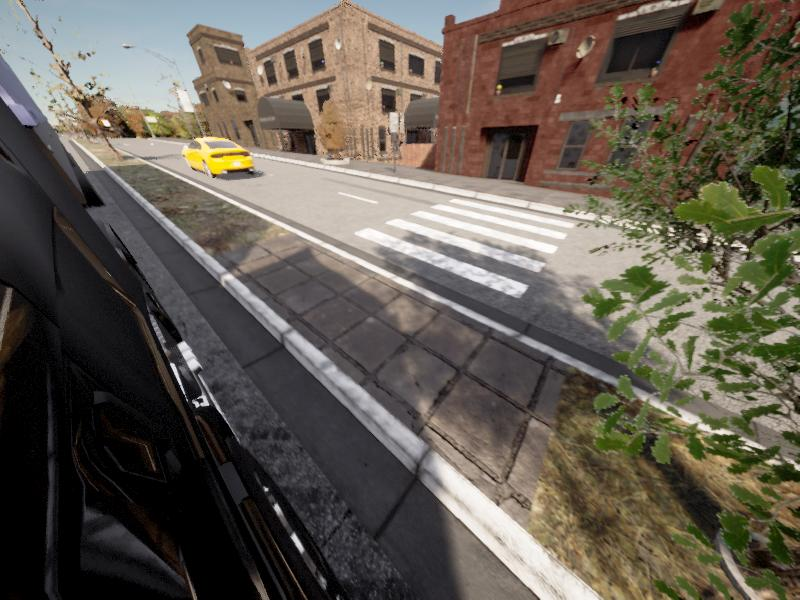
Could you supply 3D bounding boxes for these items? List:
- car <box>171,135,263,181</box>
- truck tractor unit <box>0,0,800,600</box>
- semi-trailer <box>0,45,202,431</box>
[{"bbox_3d":[-9.303,-7.301,11.677,5.008,1.535,1.882,27,44,31],"label":"car"},{"bbox_3d":[-2.645,-0.295,0.352,6.516,4.208,3.053,28,44,30],"label":"truck tractor unit"},{"bbox_3d":[-8.709,-3.569,4.261,14.254,4.402,2.717,28,44,30],"label":"semi-trailer"}]
